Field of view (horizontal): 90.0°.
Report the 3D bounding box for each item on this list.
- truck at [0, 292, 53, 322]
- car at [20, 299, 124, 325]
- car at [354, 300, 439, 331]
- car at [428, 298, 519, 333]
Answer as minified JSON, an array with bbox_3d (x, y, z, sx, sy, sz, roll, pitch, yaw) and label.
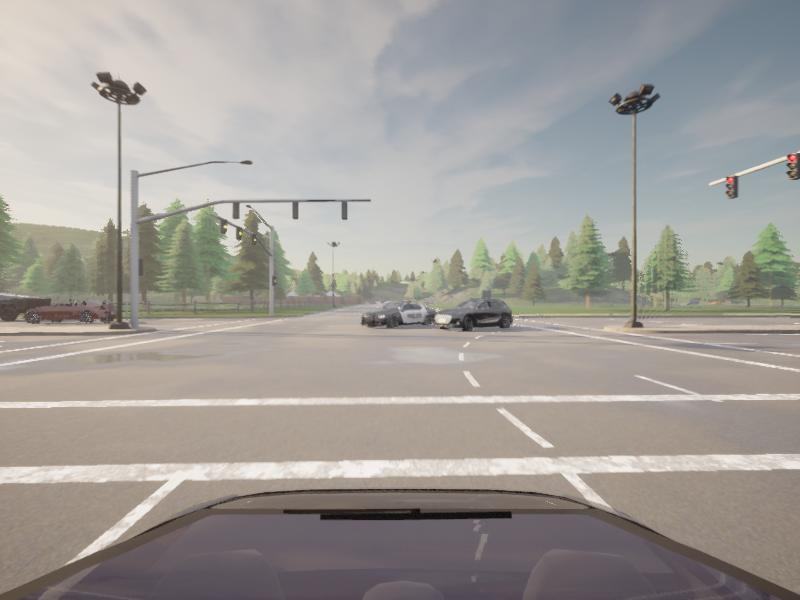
[{"bbox_3d":[-29.957,0.497,29.642,6.274,2.098,2.390,0,0,-2],"label":"truck"},{"bbox_3d":[-21.540,0.740,26.466,5.027,1.651,2.152,0,0,-2],"label":"car"},{"bbox_3d":[-0.072,0.795,23.080,2.038,1.542,4.974,2,1,43],"label":"car"},{"bbox_3d":[3.990,0.750,21.160,4.856,1.649,2.033,0,-1,-38],"label":"car"}]
